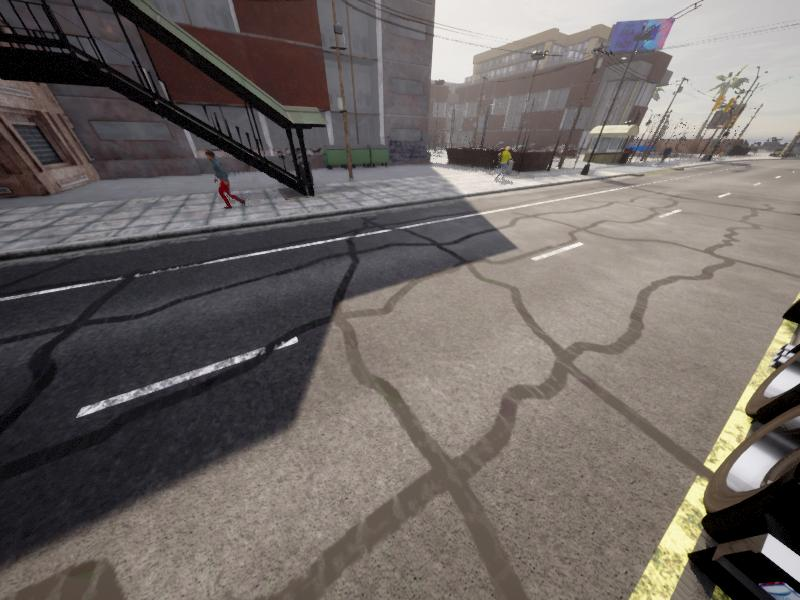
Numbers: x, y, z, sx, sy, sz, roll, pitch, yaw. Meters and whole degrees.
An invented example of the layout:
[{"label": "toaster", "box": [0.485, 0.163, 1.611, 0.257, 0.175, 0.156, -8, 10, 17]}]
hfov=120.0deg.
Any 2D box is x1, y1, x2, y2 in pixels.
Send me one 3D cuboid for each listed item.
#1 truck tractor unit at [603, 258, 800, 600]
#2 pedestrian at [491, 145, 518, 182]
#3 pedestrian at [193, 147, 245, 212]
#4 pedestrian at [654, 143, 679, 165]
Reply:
[{"label": "truck tractor unit", "box": [5.102, -0.309, 0.794, 6.516, 4.208, 3.053, -19, 39, -25]}, {"label": "pedestrian", "box": [6.224, -8.194, 13.854, 0.751, 1.860, 0.751, -18, 39, -25]}, {"label": "pedestrian", "box": [-6.042, -4.072, 7.845, 0.751, 1.860, 0.751, -18, 39, -25]}, {"label": "pedestrian", "box": [27.137, -14.827, 23.532, 0.751, 1.860, 0.751, -20, 40, -26]}]
